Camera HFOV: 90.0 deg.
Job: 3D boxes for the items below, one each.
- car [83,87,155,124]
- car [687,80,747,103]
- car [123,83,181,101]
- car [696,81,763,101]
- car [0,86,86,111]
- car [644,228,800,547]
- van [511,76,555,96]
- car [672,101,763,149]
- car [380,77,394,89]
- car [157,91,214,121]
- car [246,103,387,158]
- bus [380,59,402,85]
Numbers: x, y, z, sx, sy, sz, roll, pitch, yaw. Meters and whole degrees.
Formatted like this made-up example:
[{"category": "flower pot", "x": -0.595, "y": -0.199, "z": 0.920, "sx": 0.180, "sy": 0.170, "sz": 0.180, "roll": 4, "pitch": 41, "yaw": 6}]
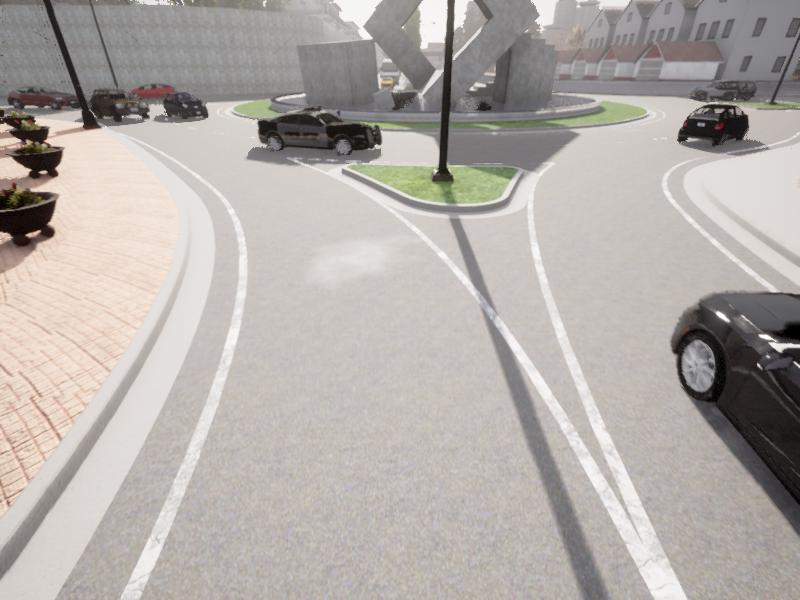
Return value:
[{"category": "car", "x": -18.058, "y": -12.567, "z": 25.661, "sx": 4.605, "sy": 1.855, "sz": 1.932, "roll": 22, "pitch": 36, "yaw": 33}, {"category": "car", "x": 31.091, "y": -20.606, "z": 39.418, "sx": 3.866, "sy": 1.878, "sz": 1.905, "roll": 8, "pitch": 31, "yaw": 13}, {"category": "car", "x": -25.319, "y": -21.348, "z": 41.040, "sx": 4.514, "sy": 1.525, "sz": 2.007, "roll": -7, "pitch": 31, "yaw": -12}, {"category": "car", "x": 34.248, "y": -21.846, "z": 41.758, "sx": 4.611, "sy": 1.667, "sz": 2.242, "roll": 6, "pitch": 31, "yaw": 10}, {"category": "car", "x": -28.963, "y": -16.400, "z": 32.472, "sx": 5.027, "sy": 1.651, "sz": 2.152, "roll": 4, "pitch": 30, "yaw": 6}, {"category": "car", "x": 3.847, "y": 1.136, "z": 2.588, "sx": 1.837, "sy": 1.490, "sz": 4.892, "roll": 2, "pitch": 31, "yaw": 4}, {"category": "van", "x": 15.983, "y": -25.841, "z": 48.280, "sx": 4.442, "sy": 1.987, "sz": 1.775, "roll": 21, "pitch": 36, "yaw": 32}, {"category": "car", "x": 14.491, "y": -8.062, "z": 18.276, "sx": 3.705, "sy": 1.549, "sz": 1.789, "roll": -20, "pitch": 36, "yaw": -30}, {"category": "car", "x": -2.020, "y": -34.562, "z": 63.684, "sx": 1.882, "sy": 1.535, "sz": 5.008, "roll": 1, "pitch": 30, "yaw": 1}, {"category": "car", "x": -14.278, "y": -12.943, "z": 26.648, "sx": 3.633, "sy": 1.501, "sz": 1.845, "roll": 26, "pitch": 39, "yaw": 36}, {"category": "car", "x": -3.345, "y": -7.012, "z": 16.387, "sx": 5.238, "sy": 1.638, "sz": 1.930, "roll": 9, "pitch": 32, "yaw": 16}, {"category": "bus", "x": -1.654, "y": -45.121, "z": 78.992, "sx": 3.944, "sy": 4.253, "sz": 10.273, "roll": 0, "pitch": 30, "yaw": 1}]
